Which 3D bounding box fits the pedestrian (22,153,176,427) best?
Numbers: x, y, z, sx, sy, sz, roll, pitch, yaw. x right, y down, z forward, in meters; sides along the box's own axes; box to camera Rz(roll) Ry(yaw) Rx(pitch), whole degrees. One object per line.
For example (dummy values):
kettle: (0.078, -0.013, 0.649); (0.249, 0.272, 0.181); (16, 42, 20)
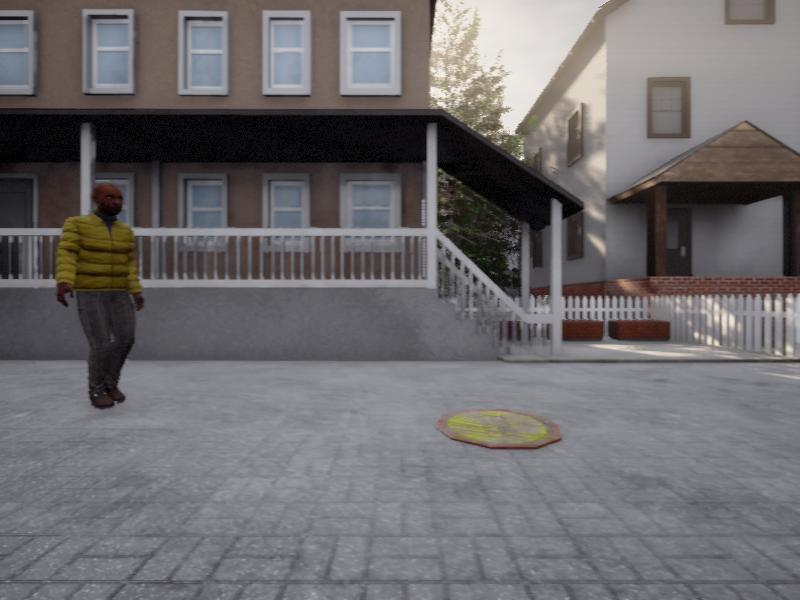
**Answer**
pedestrian: (-2.405, -0.068, 3.231); (0.751, 1.860, 0.751); (0, 0, 29)
